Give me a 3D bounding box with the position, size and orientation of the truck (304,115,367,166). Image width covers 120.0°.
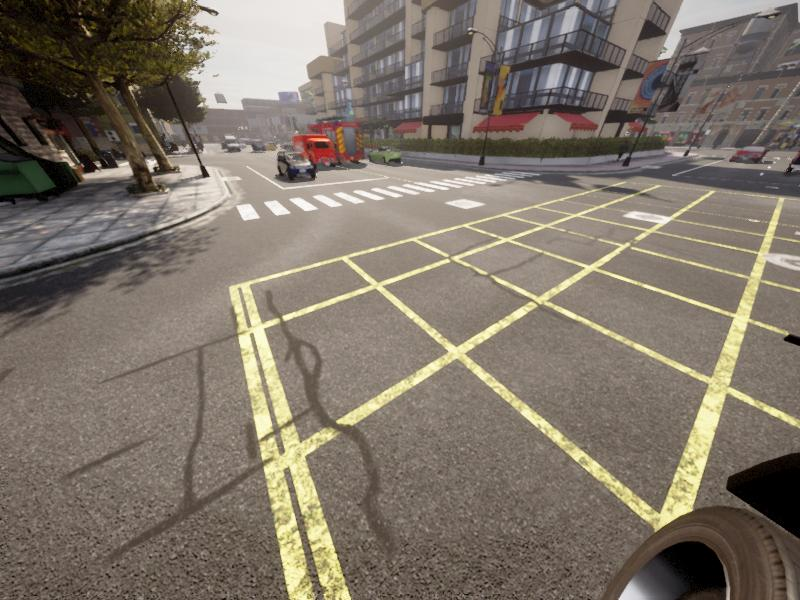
[{"bbox_3d":[-7.050,-16.897,24.610,2.891,3.827,8.468,-22,41,-28],"label":"truck"}]

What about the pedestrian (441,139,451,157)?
[{"bbox_3d":[5.686,-18.759,28.555,0.751,1.860,0.751,-26,43,-32],"label":"pedestrian"}]

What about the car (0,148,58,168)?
[{"bbox_3d":[-38.115,-14.082,22.887,4.193,1.474,1.816,-22,41,-28],"label":"car"}]

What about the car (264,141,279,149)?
[{"bbox_3d":[-34.555,-41.709,62.069,2.128,1.511,4.902,-22,41,-28],"label":"car"}]

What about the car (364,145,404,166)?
[{"bbox_3d":[-1.685,-15.097,24.012,2.007,1.525,4.514,-22,41,-28],"label":"car"}]

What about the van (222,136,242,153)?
[{"bbox_3d":[-32.336,-29.977,44.470,1.988,2.561,5.915,-22,40,-28],"label":"van"}]

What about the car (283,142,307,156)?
[{"bbox_3d":[-16.411,-23.578,36.051,1.930,1.638,5.238,-22,41,-28],"label":"car"}]

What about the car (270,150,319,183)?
[{"bbox_3d":[-7.015,-8.958,15.317,1.789,1.549,3.705,-22,41,-28],"label":"car"}]

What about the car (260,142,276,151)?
[{"bbox_3d":[-28.951,-33.724,50.598,1.801,1.575,5.366,-22,41,-28],"label":"car"}]

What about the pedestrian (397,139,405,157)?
[{"bbox_3d":[0.156,-19.767,30.025,0.751,1.860,0.751,-24,42,-30],"label":"pedestrian"}]

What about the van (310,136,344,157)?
[{"bbox_3d":[-10.936,-22.923,34.398,2.351,2.431,6.366,-22,41,-28],"label":"van"}]

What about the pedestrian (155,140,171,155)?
[{"bbox_3d":[-36.342,-23.409,35.463,0.751,1.860,0.751,-3,35,-4],"label":"pedestrian"}]

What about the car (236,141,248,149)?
[{"bbox_3d":[-40.134,-39.279,58.595,1.851,1.617,3.988,-22,41,-28],"label":"car"}]

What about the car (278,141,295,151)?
[{"bbox_3d":[-25.324,-34.304,51.331,1.930,1.638,5.238,-22,41,-28],"label":"car"}]

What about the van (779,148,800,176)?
[{"bbox_3d":[29.150,-9.951,16.032,4.480,2.038,2.069,-23,41,-28],"label":"van"}]

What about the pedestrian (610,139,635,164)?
[{"bbox_3d":[20.261,-13.570,21.087,0.751,1.860,0.751,-21,40,-26],"label":"pedestrian"}]

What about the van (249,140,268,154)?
[{"bbox_3d":[-25.420,-27.550,41.453,1.775,1.987,4.442,-22,41,-28],"label":"van"}]

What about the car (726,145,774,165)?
[{"bbox_3d":[34.290,-14.256,22.624,4.674,1.442,1.812,-22,41,-28],"label":"car"}]

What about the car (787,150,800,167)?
[{"bbox_3d":[36.814,-12.823,20.572,4.674,1.442,1.812,-22,41,-28],"label":"car"}]

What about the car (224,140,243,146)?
[{"bbox_3d":[-56.953,-53.804,79.218,4.856,1.649,2.033,-22,41,-28],"label":"car"}]

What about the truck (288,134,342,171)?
[{"bbox_3d":[-7.642,-13.326,20.732,2.627,2.467,5.204,-22,40,-28],"label":"truck"}]
